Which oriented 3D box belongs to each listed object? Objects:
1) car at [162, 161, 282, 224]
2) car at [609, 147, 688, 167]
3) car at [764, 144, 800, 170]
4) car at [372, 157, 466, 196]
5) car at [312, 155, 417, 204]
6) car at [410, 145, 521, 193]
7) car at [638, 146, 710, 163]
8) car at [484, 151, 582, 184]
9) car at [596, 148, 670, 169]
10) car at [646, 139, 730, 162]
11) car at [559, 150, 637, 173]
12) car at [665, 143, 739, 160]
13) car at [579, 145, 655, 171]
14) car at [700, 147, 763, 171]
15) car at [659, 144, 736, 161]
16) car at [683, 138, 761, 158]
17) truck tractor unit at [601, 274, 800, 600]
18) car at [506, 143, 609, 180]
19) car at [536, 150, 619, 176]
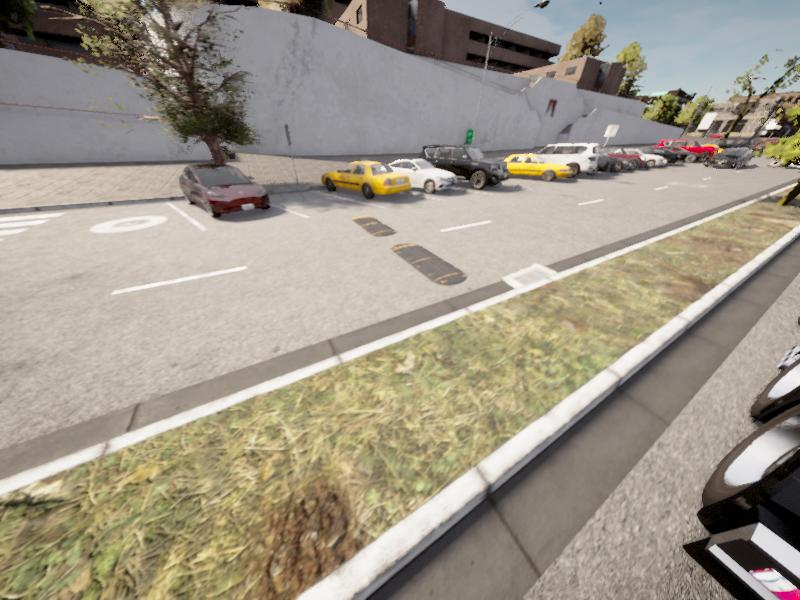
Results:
[{"bbox_3d":[-6.996,-4.419,9.008,4.792,1.488,2.163,26,42,33],"label":"car"},{"bbox_3d":[24.597,-14.418,23.133,5.008,1.535,2.097,26,43,33],"label":"car"},{"bbox_3d":[34.793,-12.463,20.090,4.611,1.667,2.242,-18,39,-23],"label":"car"},{"bbox_3d":[0.882,-6.867,12.598,4.674,1.452,2.002,26,42,33],"label":"car"},{"bbox_3d":[-1.894,-6.148,11.480,5.366,1.575,1.946,26,42,33],"label":"car"},{"bbox_3d":[3.545,-7.914,13.605,5.566,2.045,2.435,26,42,33],"label":"car"},{"bbox_3d":[29.884,-16.091,25.466,4.792,1.488,2.163,26,43,33],"label":"car"},{"bbox_3d":[8.927,-9.306,16.018,5.366,1.575,1.946,26,42,33],"label":"car"},{"bbox_3d":[21.960,-13.541,21.999,4.674,1.452,2.002,26,42,33],"label":"car"},{"bbox_3d":[32.514,-17.173,26.472,5.566,2.045,2.435,26,43,33],"label":"car"},{"bbox_3d":[16.697,-11.848,19.670,4.674,1.452,2.002,26,42,33],"label":"car"},{"bbox_3d":[37.615,-18.737,29.054,5.366,1.575,1.946,26,43,33],"label":"car"},{"bbox_3d":[19.304,-12.841,20.756,4.553,1.767,2.185,26,42,33],"label":"car"},{"bbox_3d":[29.599,-12.690,20.638,4.892,1.490,1.837,-18,39,-23],"label":"car"},{"bbox_3d":[35.267,-17.759,27.687,5.366,1.575,1.946,26,43,33],"label":"car"},{"bbox_3d":[42.992,-20.570,31.159,5.566,2.045,2.435,26,43,33],"label":"car"},{"bbox_3d":[5.124,-0.288,0.757,6.516,4.208,3.053,-18,39,-23],"label":"truck tractor unit"},{"bbox_3d":[11.399,-10.419,17.168,5.566,2.045,2.435,26,43,33],"label":"car"},{"bbox_3d":[14.032,-11.024,18.499,4.792,1.488,2.163,26,43,33],"label":"car"}]
